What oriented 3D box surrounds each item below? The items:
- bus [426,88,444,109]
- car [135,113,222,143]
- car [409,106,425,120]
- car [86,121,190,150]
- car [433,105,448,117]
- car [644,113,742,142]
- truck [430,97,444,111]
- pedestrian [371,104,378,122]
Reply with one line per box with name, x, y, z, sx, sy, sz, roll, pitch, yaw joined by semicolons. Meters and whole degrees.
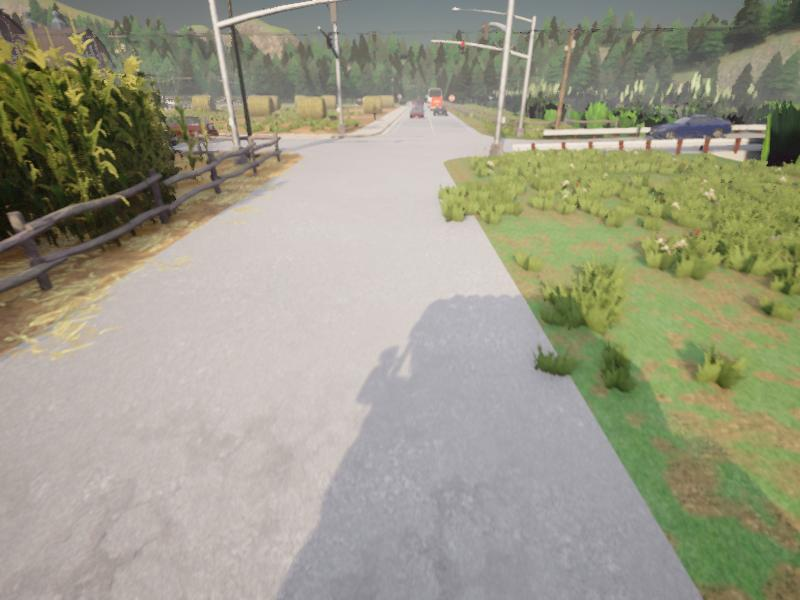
bus;8.237;-48.770;96.709;3.944;4.253;10.273;1;27;3
car;-15.331;-12.013;27.941;4.553;1.767;2.097;0;27;0
car;2.322;-25.355;54.211;2.163;1.488;4.792;1;27;3
car;-16.149;-10.278;24.908;4.792;1.488;2.163;0;27;0
car;6.369;-30.054;63.515;2.152;1.651;5.027;1;27;3
car;19.014;-11.305;26.223;4.674;1.442;1.812;0;27;6
truck;7.444;-39.970;81.553;2.627;2.467;5.204;1;27;3
pedestrian;-2.889;-21.437;45.774;0.751;1.860;0.751;1;27;1
